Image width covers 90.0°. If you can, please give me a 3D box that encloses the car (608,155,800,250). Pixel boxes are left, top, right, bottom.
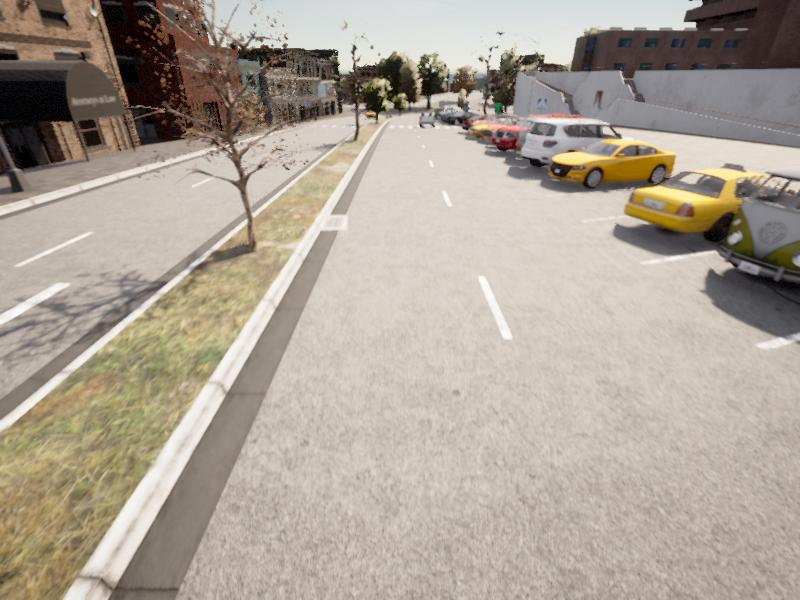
[{"bbox_3d":[8.252,-2.591,10.004,5.366,1.575,1.946,-9,29,-18],"label":"car"}]

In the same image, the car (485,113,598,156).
[{"bbox_3d":[8.067,-9.590,23.051,5.566,2.045,2.435,-8,29,-18],"label":"car"}]

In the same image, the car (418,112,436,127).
[{"bbox_3d":[3.033,-20.671,45.787,1.845,1.501,3.633,0,26,0],"label":"car"}]

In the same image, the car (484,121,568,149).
[{"bbox_3d":[8.091,-10.685,25.851,4.674,1.452,2.002,-8,29,-18],"label":"car"}]

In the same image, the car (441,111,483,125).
[{"bbox_3d":[8.111,-23.889,52.497,5.008,1.535,2.097,-8,27,-18],"label":"car"}]

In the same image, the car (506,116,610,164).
[{"bbox_3d":[7.982,-8.204,20.387,4.442,1.987,1.878,-8,29,-18],"label":"car"}]

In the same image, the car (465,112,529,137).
[{"bbox_3d":[8.127,-14.845,33.762,4.553,1.767,2.185,-8,28,-18],"label":"car"}]

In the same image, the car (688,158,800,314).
[{"bbox_3d":[7.974,-1.371,7.155,4.442,1.987,1.878,-9,29,-18],"label":"car"}]

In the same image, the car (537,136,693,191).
[{"bbox_3d":[8.087,-5.297,15.231,5.008,1.535,2.097,-9,29,-18],"label":"car"}]

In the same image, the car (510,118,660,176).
[{"bbox_3d":[8.113,-6.892,17.775,5.566,2.045,2.435,-8,28,-18],"label":"car"}]

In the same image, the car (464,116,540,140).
[{"bbox_3d":[7.920,-13.373,31.083,5.366,1.575,1.946,-8,28,-18],"label":"car"}]

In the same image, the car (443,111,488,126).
[{"bbox_3d":[8.106,-22.601,49.829,5.008,1.535,2.097,-8,27,-18],"label":"car"}]

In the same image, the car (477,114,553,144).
[{"bbox_3d":[8.122,-12.177,28.442,4.553,1.767,2.185,-8,28,-18],"label":"car"}]

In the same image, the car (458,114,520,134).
[{"bbox_3d":[8.088,-16.055,36.475,5.008,1.535,2.097,-8,28,-18],"label":"car"}]

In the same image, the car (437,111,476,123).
[{"bbox_3d":[8.140,-26.452,57.826,4.892,1.521,2.231,-7,27,-17],"label":"car"}]
